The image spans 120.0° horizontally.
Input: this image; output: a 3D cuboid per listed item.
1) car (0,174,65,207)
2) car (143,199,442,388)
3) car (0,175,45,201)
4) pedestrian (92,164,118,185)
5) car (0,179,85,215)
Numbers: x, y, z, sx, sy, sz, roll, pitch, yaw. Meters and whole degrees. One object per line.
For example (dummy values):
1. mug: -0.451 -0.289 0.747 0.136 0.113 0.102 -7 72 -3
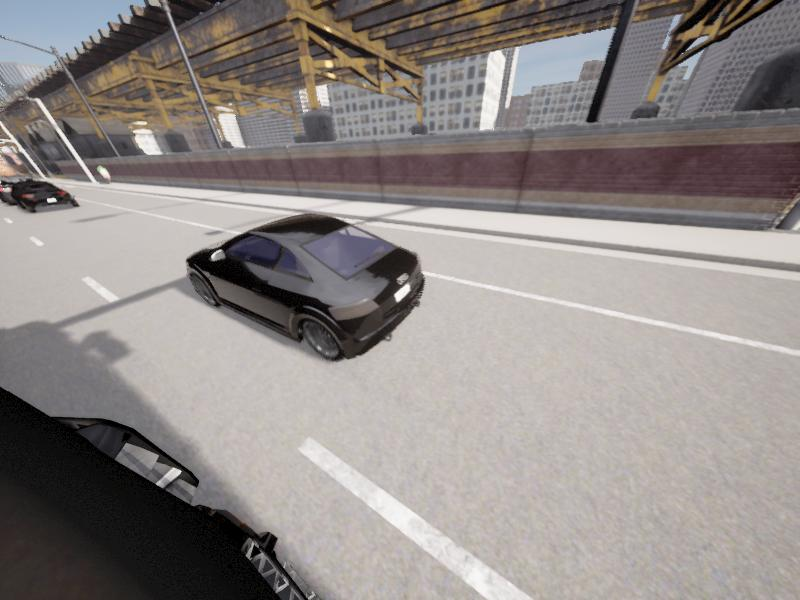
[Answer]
1. car: -26.470 -7.785 16.208 4.611 1.667 2.242 16 38 26
2. car: -1.695 -0.617 3.794 4.181 1.385 1.994 16 38 26
3. car: -32.348 -9.389 19.217 4.902 1.511 2.128 16 38 26
4. pedestrian: -30.824 -13.140 24.140 0.751 1.860 0.751 15 38 25
5. car: -20.977 -6.128 13.499 4.674 1.442 1.812 16 38 26
